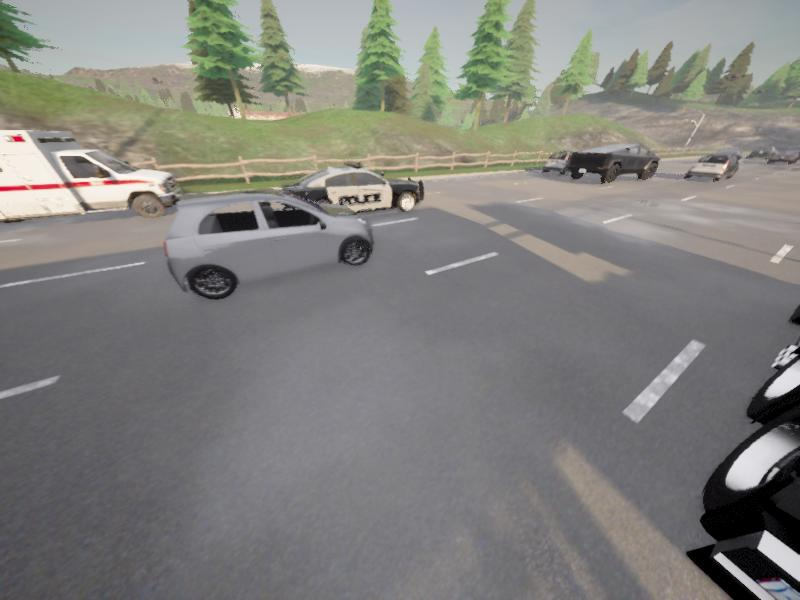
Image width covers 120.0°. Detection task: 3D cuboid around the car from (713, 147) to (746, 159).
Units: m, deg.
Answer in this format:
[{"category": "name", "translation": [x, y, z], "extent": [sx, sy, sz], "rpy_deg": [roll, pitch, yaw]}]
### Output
[{"category": "car", "translation": [55.198, -24.720, 38.690], "extent": [4.514, 1.525, 2.007], "rpy_deg": [-18, 39, -24]}]

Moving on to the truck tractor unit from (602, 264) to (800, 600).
[{"category": "truck tractor unit", "translation": [5.109, -0.303, 0.786], "extent": [6.516, 4.208, 3.053], "rpy_deg": [-18, 39, -24]}]

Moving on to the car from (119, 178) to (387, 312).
[{"category": "car", "translation": [-2.322, -1.394, 4.652], "extent": [3.633, 1.501, 1.845], "rpy_deg": [-18, 39, -24]}]

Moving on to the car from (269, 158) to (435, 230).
[{"category": "car", "translation": [-1.498, -4.016, 8.330], "extent": [5.238, 1.638, 1.930], "rpy_deg": [-18, 39, -24]}]

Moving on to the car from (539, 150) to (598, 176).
[{"category": "car", "translation": [13.735, -11.262, 18.911], "extent": [3.988, 1.617, 1.851], "rpy_deg": [-18, 39, -24]}]

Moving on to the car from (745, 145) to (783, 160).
[{"category": "car", "translation": [56.957, -23.096, 36.135], "extent": [4.553, 1.767, 2.097], "rpy_deg": [-18, 39, -24]}]

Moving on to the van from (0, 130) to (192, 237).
[{"category": "van", "translation": [-10.952, -3.569, 6.917], "extent": [6.366, 2.431, 2.351], "rpy_deg": [-18, 39, -24]}]

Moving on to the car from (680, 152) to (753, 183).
[{"category": "car", "translation": [22.503, -9.498, 16.451], "extent": [3.988, 1.617, 1.851], "rpy_deg": [-18, 39, -24]}]

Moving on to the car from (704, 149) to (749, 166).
[{"category": "car", "translation": [39.225, -17.220, 27.759], "extent": [5.008, 1.535, 1.882], "rpy_deg": [-18, 39, -24]}]

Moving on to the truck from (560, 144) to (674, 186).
[{"category": "truck", "translation": [14.337, -9.100, 15.372], "extent": [6.274, 2.098, 2.390], "rpy_deg": [-13, 37, -19]}]
